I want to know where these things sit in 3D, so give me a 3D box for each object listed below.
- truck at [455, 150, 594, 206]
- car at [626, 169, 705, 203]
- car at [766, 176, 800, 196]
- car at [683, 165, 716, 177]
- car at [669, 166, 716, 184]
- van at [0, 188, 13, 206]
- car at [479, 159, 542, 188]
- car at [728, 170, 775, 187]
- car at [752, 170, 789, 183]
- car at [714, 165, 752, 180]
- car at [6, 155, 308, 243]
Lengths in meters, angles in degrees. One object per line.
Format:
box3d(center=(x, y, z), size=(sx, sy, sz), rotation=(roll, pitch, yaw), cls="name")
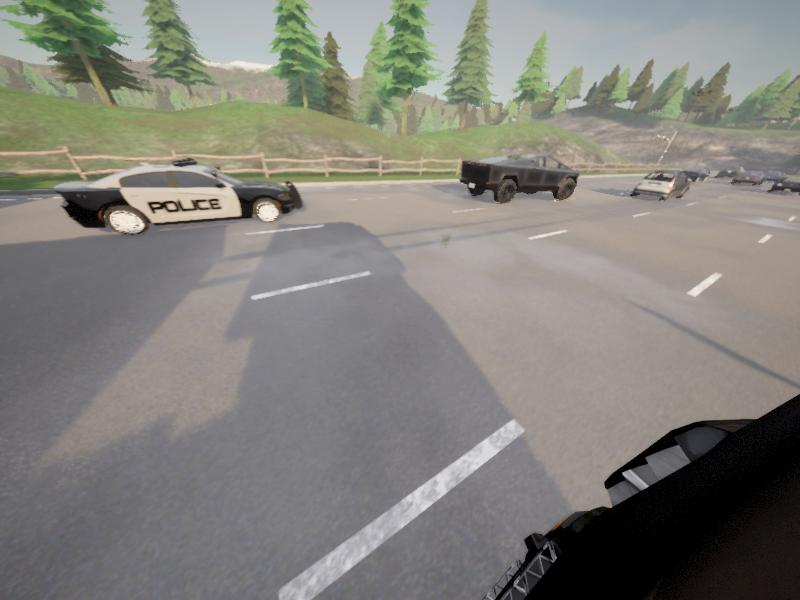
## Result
box3d(center=(6.366, -6.397, 12.047), size=(6.274, 2.098, 2.390), rotation=(-11, 36, -20), cls="truck")
box3d(center=(16.855, -7.345, 14.693), size=(3.988, 1.617, 1.851), rotation=(-16, 38, -26), cls="car")
box3d(center=(35.637, -10.362, 20.886), size=(4.718, 1.301, 1.895), rotation=(-16, 38, -26), cls="car")
box3d(center=(48.209, -20.821, 37.222), size=(4.514, 1.525, 2.007), rotation=(-16, 38, -26), cls="car")
box3d(center=(33.465, -14.339, 26.435), size=(5.008, 1.535, 1.882), rotation=(-16, 38, -26), cls="car")
box3d(center=(-15.312, -2.947, 4.973), size=(6.366, 2.431, 2.351), rotation=(-16, 38, -26), cls="van")
box3d(center=(8.127, -9.342, 17.013), size=(3.988, 1.617, 1.851), rotation=(-16, 38, -26), cls="car")
box3d(center=(40.868, -14.155, 26.848), size=(5.357, 1.411, 2.033), rotation=(-16, 38, -26), cls="car")
box3d(center=(52.593, -17.513, 32.761), size=(4.181, 1.385, 1.994), rotation=(-16, 38, -26), cls="car")
box3d(center=(49.959, -19.182, 34.670), size=(4.553, 1.767, 2.097), rotation=(-16, 38, -26), cls="car")
box3d(center=(-5.736, -3.126, 6.668), size=(5.238, 1.638, 1.930), rotation=(-16, 38, -26), cls="car")
